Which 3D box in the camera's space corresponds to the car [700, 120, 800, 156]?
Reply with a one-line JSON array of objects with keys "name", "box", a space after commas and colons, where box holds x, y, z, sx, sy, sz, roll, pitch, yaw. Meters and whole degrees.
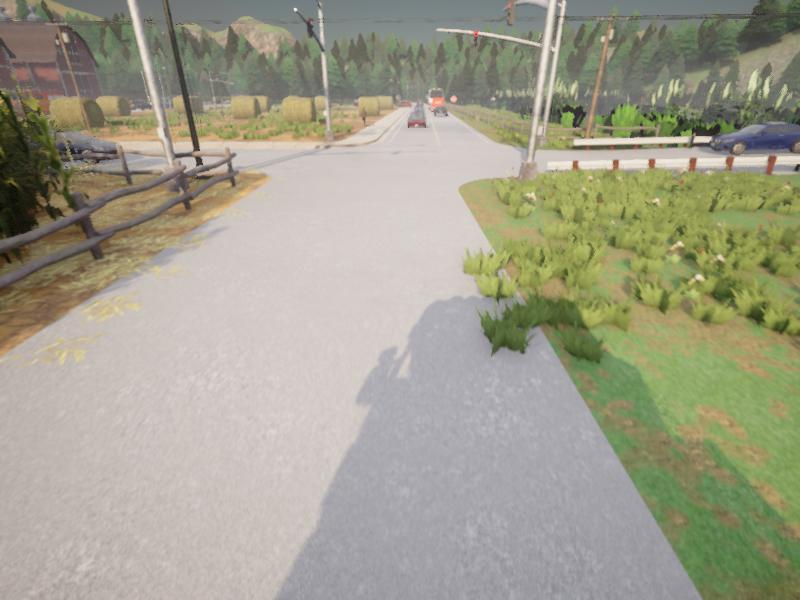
[{"name": "car", "box": [18.952, -8.503, 20.943, 4.674, 1.442, 1.812, 0, 27, 6]}]

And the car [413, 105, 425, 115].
[{"name": "car", "box": [3.418, -33.732, 70.825, 2.033, 1.411, 5.357, 2, 27, 2]}]

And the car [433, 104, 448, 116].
[{"name": "car", "box": [6.603, -30.901, 65.098, 2.152, 1.651, 5.027, 2, 27, 2]}]

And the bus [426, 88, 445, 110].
[{"name": "bus", "box": [8.002, -45.889, 91.444, 3.944, 4.253, 10.273, 2, 27, 2]}]

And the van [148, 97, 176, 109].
[{"name": "van", "box": [-52.452, -43.569, 88.400, 2.351, 2.431, 6.366, 0, 27, -1]}]

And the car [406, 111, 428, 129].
[{"name": "car", "box": [1.750, -18.511, 41.052, 2.163, 1.488, 4.792, 2, 27, 2]}]

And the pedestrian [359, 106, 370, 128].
[{"name": "pedestrian", "box": [-3.445, -17.710, 38.644, 0.751, 1.860, 0.751, 8, 28, 16]}]

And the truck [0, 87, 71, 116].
[{"name": "truck", "box": [-55.437, -30.325, 61.037, 2.891, 3.827, 8.468, 0, 27, -1]}]

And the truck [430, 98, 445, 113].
[{"name": "truck", "box": [7.376, -38.299, 78.597, 2.627, 2.467, 5.204, 2, 27, 2]}]

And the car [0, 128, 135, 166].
[{"name": "car", "box": [-16.208, -7.508, 19.524, 4.792, 1.488, 2.163, 0, 27, 0]}]
